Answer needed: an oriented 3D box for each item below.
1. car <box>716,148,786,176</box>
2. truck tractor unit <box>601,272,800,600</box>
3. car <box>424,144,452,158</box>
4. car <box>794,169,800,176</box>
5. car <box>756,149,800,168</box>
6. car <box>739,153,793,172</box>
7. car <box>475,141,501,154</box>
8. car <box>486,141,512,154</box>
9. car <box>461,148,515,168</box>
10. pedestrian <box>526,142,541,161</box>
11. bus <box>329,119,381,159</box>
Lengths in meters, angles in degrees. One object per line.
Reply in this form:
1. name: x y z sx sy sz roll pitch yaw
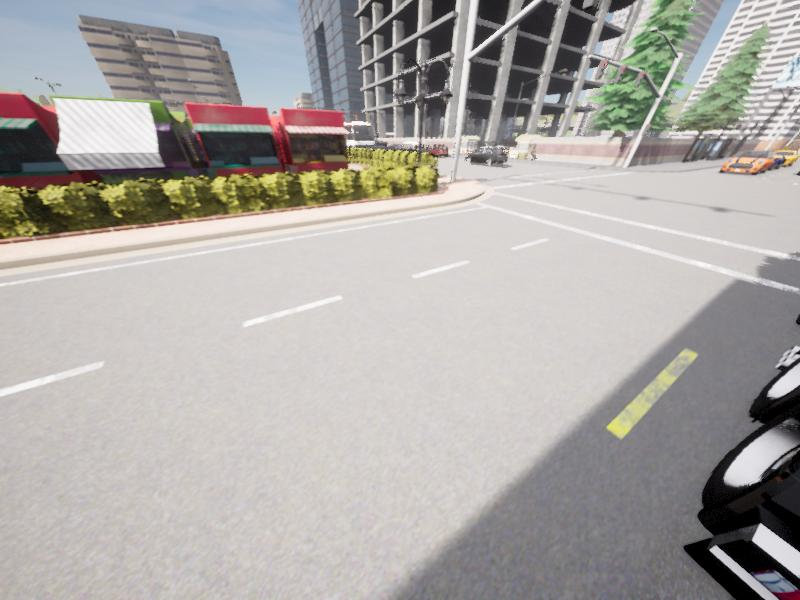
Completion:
1. car: 29.989 -11.873 19.765 4.553 1.767 2.097 -18 39 -24
2. truck tractor unit: 5.124 -0.287 0.763 6.516 4.208 3.053 -18 39 -23
3. car: 5.614 -22.391 34.721 1.851 1.617 3.988 -18 39 -24
4. car: 34.755 -10.976 18.781 4.892 1.490 1.837 -18 39 -24
5. car: 42.102 -15.648 25.523 5.008 1.535 1.882 -18 39 -24
6. car: 36.076 -13.619 22.765 4.718 1.301 1.895 -18 39 -24
7. car: 15.747 -27.492 41.660 1.905 1.878 3.866 -18 39 -24
8. car: 18.302 -28.313 42.864 1.905 1.878 3.866 -18 39 -24
9. car: 8.981 -14.965 24.165 2.128 1.511 4.902 -18 39 -24
10. pedestrian: 15.910 -17.718 27.571 0.751 1.860 0.751 -21 40 -28
11. bus: -6.988 -24.138 34.804 3.944 4.253 10.273 -18 39 -24
